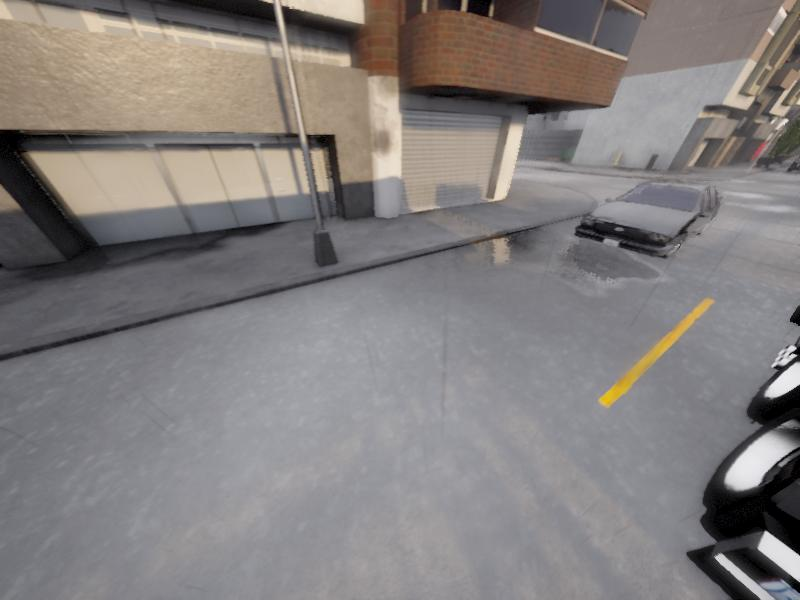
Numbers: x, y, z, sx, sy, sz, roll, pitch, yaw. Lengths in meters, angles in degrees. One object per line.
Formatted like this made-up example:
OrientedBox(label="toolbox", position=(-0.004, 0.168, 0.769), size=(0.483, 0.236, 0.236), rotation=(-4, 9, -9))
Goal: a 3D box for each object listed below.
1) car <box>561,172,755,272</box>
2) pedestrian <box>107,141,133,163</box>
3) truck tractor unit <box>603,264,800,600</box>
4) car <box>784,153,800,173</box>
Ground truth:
OrientedBox(label="car", position=(7.212, -2.482, 6.415), size=(5.357, 1.411, 2.033), rotation=(-20, 40, -27))
OrientedBox(label="pedestrian", position=(-29.113, -15.367, 24.033), size=(0.751, 1.860, 0.751), rotation=(4, 35, 6))
OrientedBox(label="truck tractor unit", position=(5.108, -0.303, 0.789), size=(6.516, 4.208, 3.053), rotation=(-18, 39, -24))
OrientedBox(label="car", position=(37.405, -12.468, 20.682), size=(4.553, 1.767, 2.097), rotation=(-18, 39, -24))
